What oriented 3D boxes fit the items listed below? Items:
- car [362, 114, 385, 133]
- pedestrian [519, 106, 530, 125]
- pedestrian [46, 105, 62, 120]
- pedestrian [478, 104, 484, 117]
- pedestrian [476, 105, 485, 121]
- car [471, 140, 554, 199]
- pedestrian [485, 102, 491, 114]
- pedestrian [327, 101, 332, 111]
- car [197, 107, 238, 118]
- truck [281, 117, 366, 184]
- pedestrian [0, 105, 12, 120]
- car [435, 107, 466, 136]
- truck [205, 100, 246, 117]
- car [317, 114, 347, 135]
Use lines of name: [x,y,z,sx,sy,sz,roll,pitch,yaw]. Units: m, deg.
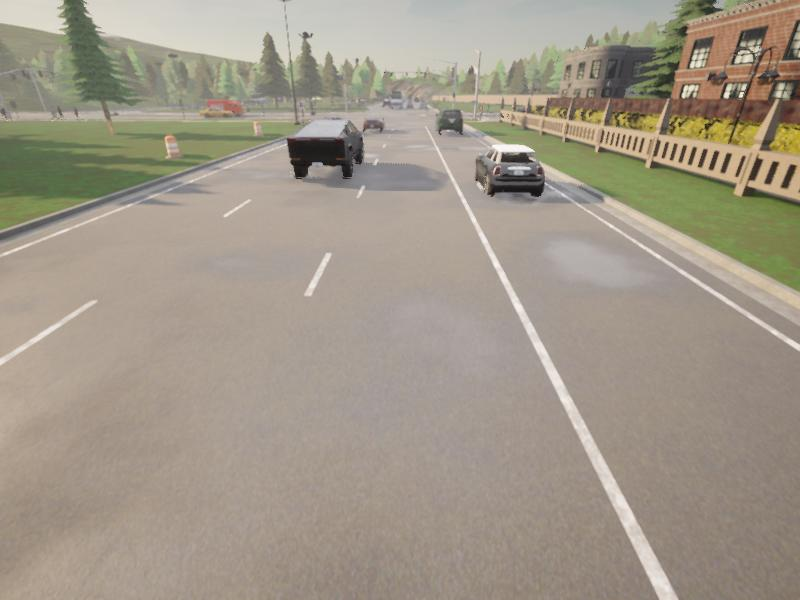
car: [-2.524,-17.204,38.799,1.812,1.442,4.674,1,27,1]
pedestrian: [13.587,-20.186,43.745,0.751,1.860,0.751,0,27,0]
pedestrian: [-46.559,-25.241,53.821,0.751,1.860,0.751,2,27,5]
pedestrian: [13.144,-30.779,64.835,0.751,1.860,0.751,6,28,11]
pedestrian: [10.015,-23.284,49.825,0.751,1.860,0.751,-5,27,-9]
car: [3.873,-4.842,14.529,1.970,1.475,3.806,0,27,1]
pedestrian: [15.278,-33.237,69.312,0.751,1.860,0.751,1,27,2]
pedestrian: [-14.920,-41.209,85.007,0.751,1.860,0.751,2,27,4]
car: [-28.522,-29.324,62.504,5.366,1.575,1.801,1,27,2]
truck: [-3.047,-6.817,17.734,2.390,2.098,6.274,1,27,1]
pedestrian: [-53.254,-25.194,53.748,0.751,1.860,0.751,4,27,8]
car: [4.410,-16.116,35.988,2.150,2.045,5.566,1,27,1]
truck: [-28.427,-31.329,65.408,5.204,2.467,2.627,1,27,2]
car: [-6.090,-15.925,36.268,1.816,1.474,4.193,1,27,1]
